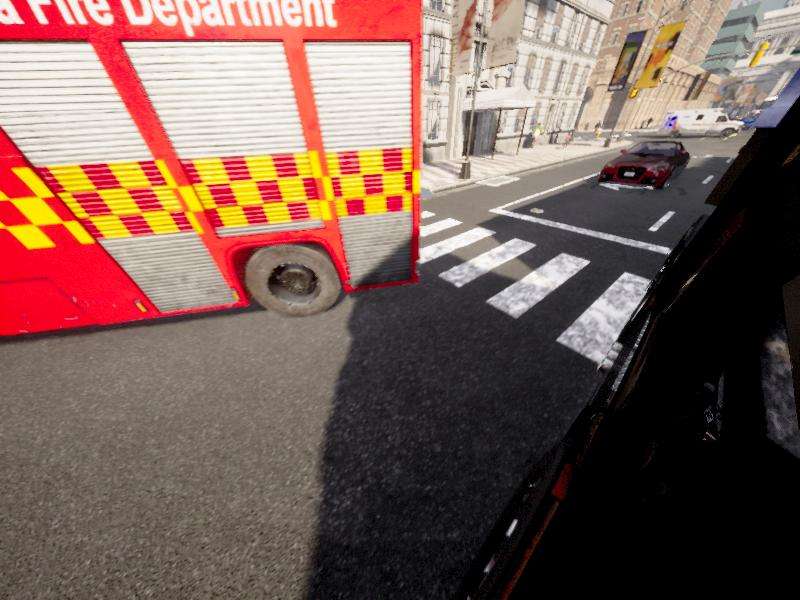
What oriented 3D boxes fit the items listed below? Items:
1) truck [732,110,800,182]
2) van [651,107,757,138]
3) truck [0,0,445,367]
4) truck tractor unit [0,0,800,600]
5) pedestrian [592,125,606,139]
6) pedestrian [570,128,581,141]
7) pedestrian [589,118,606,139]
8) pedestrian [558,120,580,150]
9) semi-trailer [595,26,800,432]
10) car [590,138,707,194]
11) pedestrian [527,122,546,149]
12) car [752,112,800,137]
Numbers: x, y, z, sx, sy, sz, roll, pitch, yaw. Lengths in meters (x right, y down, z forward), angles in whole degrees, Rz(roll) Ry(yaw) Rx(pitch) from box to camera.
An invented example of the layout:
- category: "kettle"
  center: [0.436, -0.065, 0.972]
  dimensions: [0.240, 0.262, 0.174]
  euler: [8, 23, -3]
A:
- category: "truck"
  center: [16.902, -6.588, 9.616]
  dimensions: [6.274, 2.098, 2.390]
  euler: [-26, 43, -28]
- category: "van"
  center: [32.293, -19.027, 24.931]
  dimensions: [2.351, 2.431, 6.366]
  euler: [-27, 43, -28]
- category: "truck"
  center: [-4.048, -1.717, 2.987]
  dimensions: [8.468, 3.827, 2.891]
  euler: [-8, 38, -7]
- category: "truck tractor unit"
  center: [2.645, -0.295, 0.351]
  dimensions: [6.516, 4.208, 3.053]
  euler: [-28, 44, -30]
- category: "pedestrian"
  center: [22.546, -19.026, 26.169]
  dimensions: [0.751, 1.300, 0.751]
  euler: [16, 41, 23]
- category: "pedestrian"
  center: [19.223, -18.077, 25.278]
  dimensions: [0.500, 1.100, 0.500]
  euler: [-22, 41, -24]
- category: "pedestrian"
  center: [22.804, -19.780, 26.690]
  dimensions: [0.751, 1.860, 0.751]
  euler: [-28, 44, -30]
- category: "pedestrian"
  center: [13.205, -12.870, 18.094]
  dimensions: [0.751, 1.860, 0.751]
  euler: [14, 40, 21]
- category: "semi-trailer"
  center: [8.826, -3.515, 4.096]
  dimensions: [14.254, 4.402, 2.717]
  euler: [-27, 43, -28]
- category: "car"
  center: [9.824, -5.447, 9.140]
  dimensions: [4.181, 1.385, 1.994]
  euler: [-26, 43, -28]
- category: "pedestrian"
  center: [11.868, -14.349, 20.142]
  dimensions: [0.751, 1.860, 0.751]
  euler: [28, 46, 34]
- category: "car"
  center: [38.623, -17.023, 22.345]
  dimensions: [1.932, 1.855, 4.605]
  euler: [0, 38, 4]
